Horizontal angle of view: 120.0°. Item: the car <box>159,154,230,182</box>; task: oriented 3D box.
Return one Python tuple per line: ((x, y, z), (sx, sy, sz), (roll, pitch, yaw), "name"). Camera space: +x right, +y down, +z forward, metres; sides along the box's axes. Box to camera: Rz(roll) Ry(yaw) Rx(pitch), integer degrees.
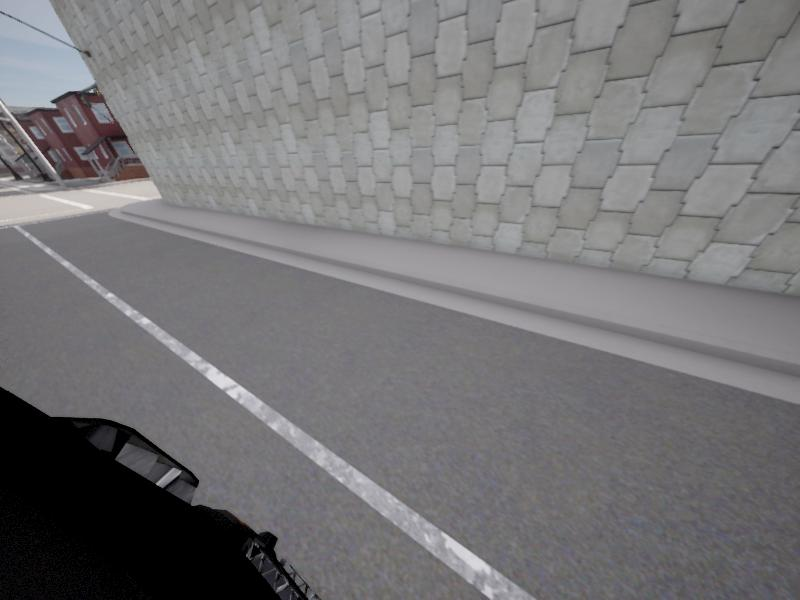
((-20.851, -13.650, 23.701), (2.033, 1.649, 4.856), (16, 43, 26), "car")
